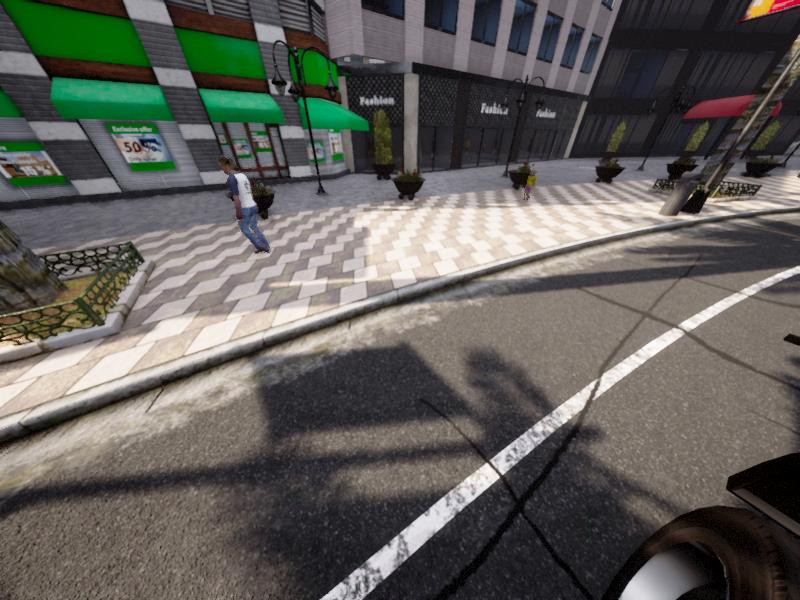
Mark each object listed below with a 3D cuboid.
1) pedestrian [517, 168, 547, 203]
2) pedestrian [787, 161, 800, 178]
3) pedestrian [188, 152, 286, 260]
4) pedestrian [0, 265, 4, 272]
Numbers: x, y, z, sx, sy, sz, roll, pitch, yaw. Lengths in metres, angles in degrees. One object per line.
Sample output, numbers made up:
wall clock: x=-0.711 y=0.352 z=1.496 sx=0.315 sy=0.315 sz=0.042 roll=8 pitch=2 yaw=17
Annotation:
pedestrian: x=4.946 y=-4.311 z=8.727 sx=0.500 sy=1.100 sz=0.500 roll=-14 pitch=38 yaw=-19
pedestrian: x=23.751 y=-8.050 z=13.231 sx=0.751 sy=1.860 sz=0.751 roll=-26 pitch=43 yaw=-32
pedestrian: x=-3.068 y=-1.822 z=4.595 sx=0.751 sy=1.860 sz=0.751 roll=1 pitch=35 yaw=2
pedestrian: x=-7.824 y=-1.060 z=3.550 sx=0.751 sy=1.860 sz=0.751 roll=-22 pitch=41 yaw=-28
